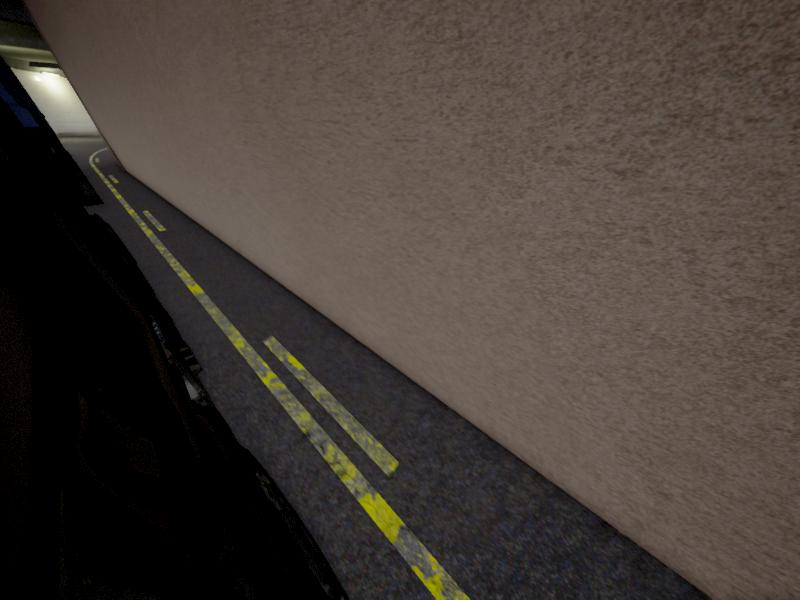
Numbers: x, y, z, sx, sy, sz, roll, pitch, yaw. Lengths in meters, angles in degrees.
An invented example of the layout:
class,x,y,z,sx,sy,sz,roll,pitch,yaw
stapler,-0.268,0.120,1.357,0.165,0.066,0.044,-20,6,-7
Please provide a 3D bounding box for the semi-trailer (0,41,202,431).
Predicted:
class,x,y,z,sx,sy,sz,roll,pitch,yaw
semi-trailer,-8.706,-3.594,4.228,14.254,4.402,2.717,28,44,30

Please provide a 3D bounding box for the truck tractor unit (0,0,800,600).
class,x,y,z,sx,sy,sz,roll,pitch,yaw
truck tractor unit,-2.645,-0.295,0.351,6.516,4.208,3.053,28,44,30

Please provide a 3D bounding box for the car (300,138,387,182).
class,x,y,z,sx,sy,sz,roll,pitch,yaw
car,-3.034,-7.629,12.405,4.514,1.525,2.007,28,44,30
